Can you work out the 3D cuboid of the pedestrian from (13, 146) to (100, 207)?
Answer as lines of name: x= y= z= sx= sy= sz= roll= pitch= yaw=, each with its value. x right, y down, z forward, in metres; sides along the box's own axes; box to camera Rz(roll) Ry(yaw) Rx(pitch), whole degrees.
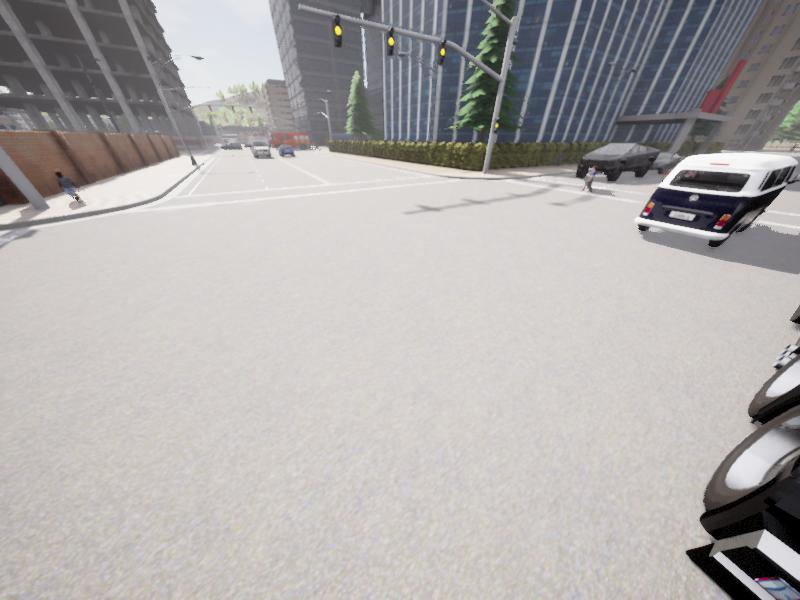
pedestrian: x=-12.379 y=-4.495 z=8.439 sx=0.751 sy=1.860 sz=0.751 roll=-14 pitch=37 yaw=-20

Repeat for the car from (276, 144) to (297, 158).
car: x=-17.172 y=-22.565 z=34.892 sx=2.007 sy=1.525 sz=4.514 roll=-17 pitch=39 yaw=-23

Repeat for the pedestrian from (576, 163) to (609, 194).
pedestrian: x=9.772 y=-6.195 z=11.752 sx=0.751 sy=1.300 sz=0.751 roll=30 pitch=44 yaw=35

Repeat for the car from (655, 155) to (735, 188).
car: x=18.507 y=-8.179 z=14.522 sx=4.193 sy=1.474 sz=1.816 roll=-18 pitch=39 yaw=-24

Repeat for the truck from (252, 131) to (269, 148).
truck: x=-42.009 y=-48.200 z=69.389 sx=2.891 sy=3.827 sz=8.468 roll=-18 pitch=39 yaw=-24

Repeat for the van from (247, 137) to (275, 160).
van: x=-19.505 y=-21.258 z=32.215 sx=2.351 sy=2.431 sz=6.366 roll=-18 pitch=39 yaw=-24

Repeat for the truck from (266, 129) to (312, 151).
truck: x=-25.292 y=-36.678 z=53.022 sx=8.468 sy=3.827 sz=2.891 roll=-19 pitch=39 yaw=-25

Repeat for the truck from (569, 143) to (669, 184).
truck: x=15.205 y=-9.672 z=16.088 sx=6.274 sy=2.098 sz=2.390 roll=-18 pitch=39 yaw=-24

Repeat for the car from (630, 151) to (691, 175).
car: x=22.017 y=-11.623 z=19.507 sx=4.674 sy=1.442 sz=1.812 roll=-18 pitch=39 yaw=-24

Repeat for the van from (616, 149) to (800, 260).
van: x=8.936 y=-2.949 z=6.523 sx=4.480 sy=2.038 sz=2.069 roll=-18 pitch=39 yaw=-24

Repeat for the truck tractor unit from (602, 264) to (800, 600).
truck tractor unit: x=5.110 y=-0.302 z=0.780 sx=6.516 sy=4.208 sz=3.053 roll=-18 pitch=39 yaw=-24

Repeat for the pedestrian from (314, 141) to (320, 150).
pedestrian: x=-19.095 y=-35.559 z=53.148 sx=0.751 sy=1.860 sz=0.751 roll=0 pitch=35 yaw=0

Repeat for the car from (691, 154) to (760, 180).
car: x=24.569 y=-10.118 z=17.437 sx=4.181 sy=1.385 sz=1.994 roll=-19 pitch=39 yaw=-25

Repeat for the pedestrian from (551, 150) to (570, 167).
pedestrian: x=14.787 y=-13.062 z=21.327 sx=0.751 sy=1.300 sz=0.751 roll=-18 pitch=39 yaw=-24
